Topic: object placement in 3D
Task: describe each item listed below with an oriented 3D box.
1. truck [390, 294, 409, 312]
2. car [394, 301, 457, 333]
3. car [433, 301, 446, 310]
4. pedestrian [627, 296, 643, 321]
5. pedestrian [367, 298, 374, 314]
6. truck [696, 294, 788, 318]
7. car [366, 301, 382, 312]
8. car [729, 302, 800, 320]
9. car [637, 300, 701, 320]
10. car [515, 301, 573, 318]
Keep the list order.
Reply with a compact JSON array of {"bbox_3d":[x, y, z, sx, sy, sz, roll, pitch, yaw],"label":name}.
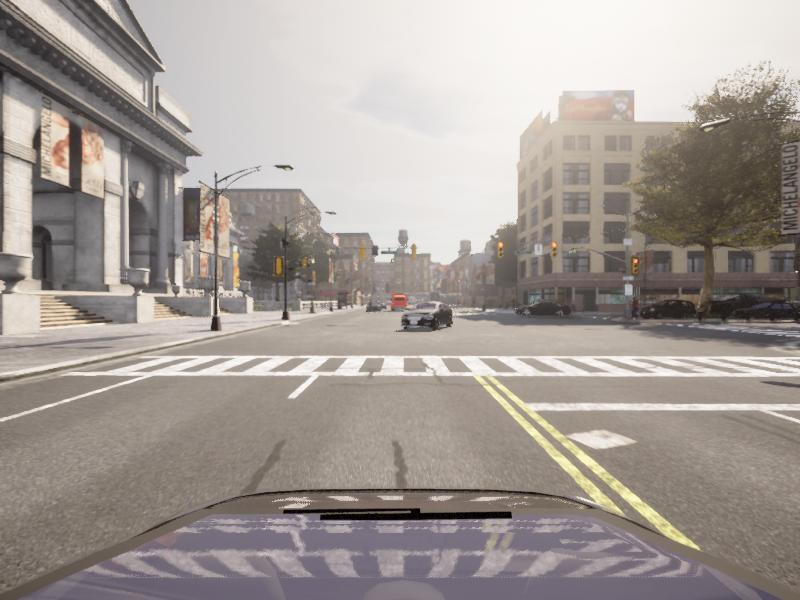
[{"bbox_3d":[-0.060,0.377,57.956,2.627,2.467,5.204,0,0,0],"label":"truck"},{"bbox_3d":[1.556,0.843,21.965,2.128,1.511,4.902,0,0,21],"label":"car"},{"bbox_3d":[6.938,0.895,70.041,1.812,1.442,4.674,0,0,0],"label":"car"},{"bbox_3d":[18.222,0.649,31.022,0.751,1.860,0.751,0,0,-27],"label":"pedestrian"},{"bbox_3d":[-3.358,0.654,45.794,0.751,1.860,0.751,0,0,-2],"label":"pedestrian"},{"bbox_3d":[30.978,0.556,36.385,6.274,2.098,2.390,0,0,0],"label":"truck"},{"bbox_3d":[-3.549,0.873,55.468,1.970,1.475,3.806,0,0,0],"label":"car"},{"bbox_3d":[30.610,0.907,32.899,5.357,1.411,2.033,0,0,0],"label":"car"},{"bbox_3d":[22.043,0.800,32.854,3.988,1.617,1.851,0,0,-1],"label":"car"},{"bbox_3d":[13.402,0.859,37.480,4.892,1.490,1.837,0,0,13],"label":"car"}]
